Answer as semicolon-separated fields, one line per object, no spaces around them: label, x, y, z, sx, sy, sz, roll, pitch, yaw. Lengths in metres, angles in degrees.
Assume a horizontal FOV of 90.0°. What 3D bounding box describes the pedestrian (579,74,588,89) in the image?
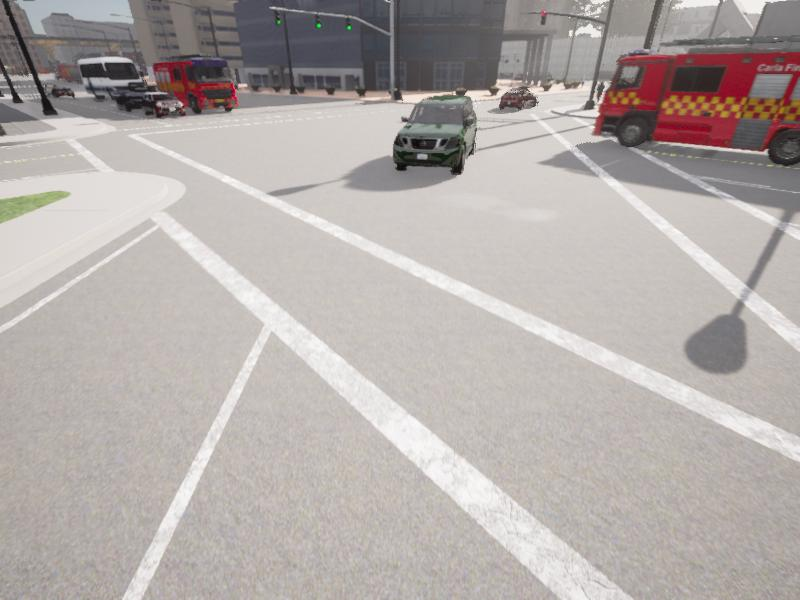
pedestrian;25.823;-30.791;56.280;0.751;1.860;0.751;17;35;27

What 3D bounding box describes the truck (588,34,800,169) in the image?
truck;12.385;-7.603;15.109;2.891;3.827;8.468;-27;39;-37

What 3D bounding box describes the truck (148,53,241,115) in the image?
truck;-16.184;-16.955;31.356;2.891;3.827;8.468;-27;39;-38

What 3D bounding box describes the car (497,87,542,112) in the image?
car;9.557;-16.040;31.862;1.816;1.474;4.193;20;36;31

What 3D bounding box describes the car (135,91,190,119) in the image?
car;-16.760;-13.763;28.174;1.970;1.475;3.806;-27;39;-37

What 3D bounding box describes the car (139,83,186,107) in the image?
car;-21.909;-18.920;36.905;2.097;1.767;4.553;-27;39;-38

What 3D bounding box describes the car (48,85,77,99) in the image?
car;-43.956;-27.080;52.028;1.994;1.385;4.181;-27;39;-37

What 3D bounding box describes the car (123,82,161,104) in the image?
car;-26.217;-21.046;40.611;3.866;1.878;1.905;26;39;38

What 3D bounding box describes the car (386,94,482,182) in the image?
car;1.400;-5.904;14.010;2.150;2.045;5.566;8;31;14

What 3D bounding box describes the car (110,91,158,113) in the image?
car;-21.662;-16.173;32.543;1.994;1.385;4.181;-26;39;-37

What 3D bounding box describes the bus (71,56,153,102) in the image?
bus;-33.260;-25.505;46.172;10.273;4.253;3.944;23;37;35

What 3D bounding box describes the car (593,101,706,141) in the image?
car;12.363;-9.069;20.070;1.994;1.385;4.181;-26;39;-37

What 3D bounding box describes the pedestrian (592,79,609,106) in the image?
pedestrian;16.290;-16.864;32.539;0.751;1.860;0.751;19;35;29
